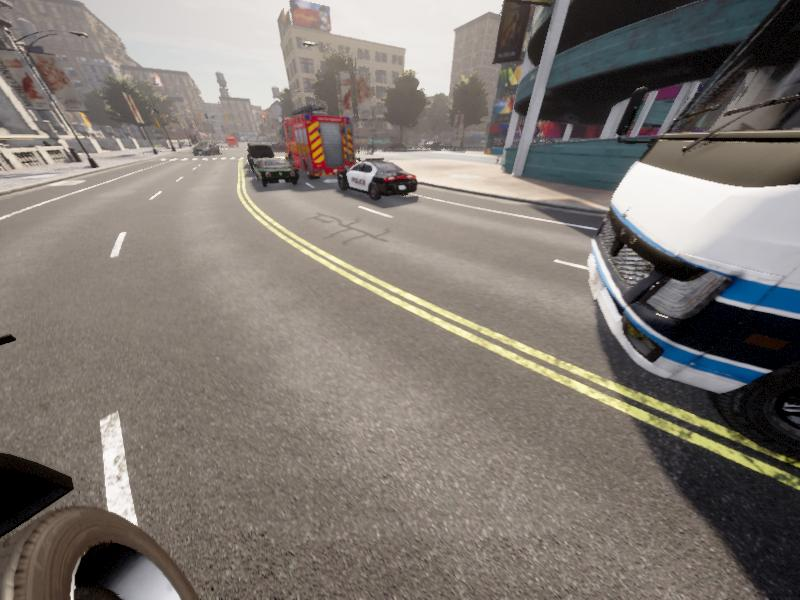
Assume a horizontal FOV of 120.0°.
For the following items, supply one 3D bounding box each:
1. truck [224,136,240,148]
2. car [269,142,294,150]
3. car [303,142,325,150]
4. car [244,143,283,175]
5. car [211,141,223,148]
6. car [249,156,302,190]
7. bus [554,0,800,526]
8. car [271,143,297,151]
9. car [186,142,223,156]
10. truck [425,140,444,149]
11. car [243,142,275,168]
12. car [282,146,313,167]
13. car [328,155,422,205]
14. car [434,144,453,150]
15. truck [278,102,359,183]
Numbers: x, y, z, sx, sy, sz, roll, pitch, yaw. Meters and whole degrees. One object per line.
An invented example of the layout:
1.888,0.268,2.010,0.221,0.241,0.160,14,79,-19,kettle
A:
-46.070,-43.446,63.473,2.627,2.467,5.204,-18,39,-24,truck
-28.121,-36.614,54.873,4.674,1.442,1.812,5,35,6,car
-20.712,-37.064,55.585,4.514,1.525,2.007,-14,37,-20,car
-10.784,-11.174,18.206,1.905,1.878,3.866,-18,39,-25,car
-47.903,-40.842,60.563,1.970,1.475,3.806,-17,39,-24,car
-7.589,-7.793,13.924,1.895,1.301,4.718,-19,40,-26,car
7.079,-0.101,0.540,10.273,4.253,3.944,17,39,22,bus
-24.567,-32.432,48.989,1.994,1.385,4.181,28,43,34,car
-28.716,-22.389,34.202,2.242,1.667,4.611,-6,35,-10,car
10.461,-46.978,69.914,2.390,2.098,6.274,30,44,34,truck
-13.702,-14.116,22.384,1.905,1.878,3.866,-18,39,-25,car
-10.711,-14.988,23.966,1.801,1.575,5.366,-17,39,-24,car
-1.410,-6.149,11.466,2.038,1.542,4.974,-24,42,-31,car
12.815,-45.008,67.742,5.357,1.411,2.033,-18,39,-24,car
-6.117,-11.274,16.742,2.891,3.827,8.468,-18,39,-25,truck
